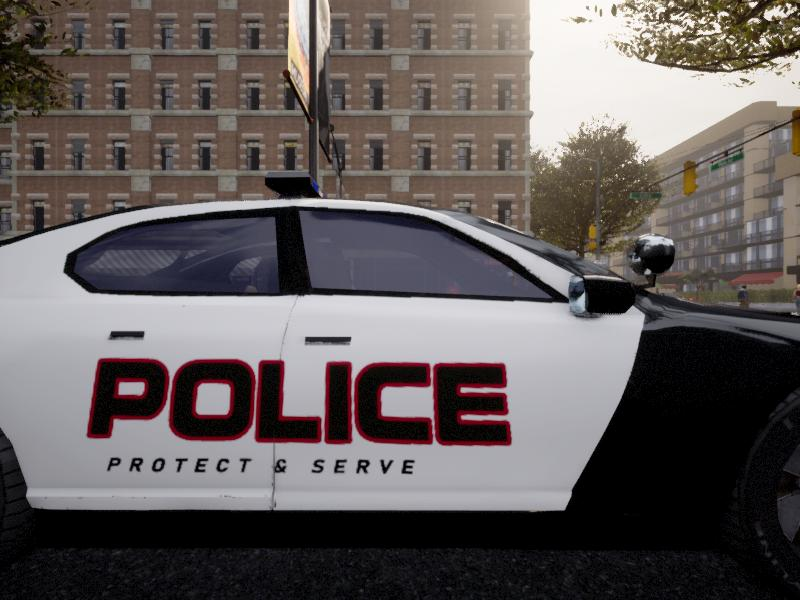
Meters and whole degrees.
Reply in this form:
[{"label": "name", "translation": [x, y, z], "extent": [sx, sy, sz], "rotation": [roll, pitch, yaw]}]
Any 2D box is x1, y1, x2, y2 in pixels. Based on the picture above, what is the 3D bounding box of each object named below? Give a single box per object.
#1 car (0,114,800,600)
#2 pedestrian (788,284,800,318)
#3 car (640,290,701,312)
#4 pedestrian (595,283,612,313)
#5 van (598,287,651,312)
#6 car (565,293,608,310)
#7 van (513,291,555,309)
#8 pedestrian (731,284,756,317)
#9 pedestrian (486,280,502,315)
[{"label": "car", "translation": [-0.057, 0.226, 2.190], "extent": [4.974, 1.542, 2.038], "rotation": [0, 0, 0]}, {"label": "pedestrian", "translation": [22.015, 0.037, 22.061], "extent": [0.751, 1.860, 0.751], "rotation": [0, 0, -36]}, {"label": "car", "translation": [23.006, 0.094, 34.242], "extent": [2.097, 1.767, 4.553], "rotation": [0, 0, 0]}, {"label": "pedestrian", "translation": [12.668, -0.115, 24.859], "extent": [0.751, 1.860, 0.751], "rotation": [0, 0, 45]}, {"label": "van", "translation": [19.501, -0.029, 35.025], "extent": [2.069, 2.038, 4.480], "rotation": [0, 0, 0]}, {"label": "car", "translation": [19.468, 0.180, 41.974], "extent": [2.152, 1.651, 5.027], "rotation": [0, 0, 0]}, {"label": "van", "translation": [15.892, -0.001, 47.523], "extent": [4.442, 1.987, 1.775], "rotation": [0, 0, 38]}, {"label": "pedestrian", "translation": [19.433, 0.037, 22.639], "extent": [0.751, 1.860, 0.751], "rotation": [0, 0, 4]}, {"label": "pedestrian", "translation": [5.088, -0.115, 21.739], "extent": [0.751, 1.860, 0.751], "rotation": [0, 0, 4]}]
